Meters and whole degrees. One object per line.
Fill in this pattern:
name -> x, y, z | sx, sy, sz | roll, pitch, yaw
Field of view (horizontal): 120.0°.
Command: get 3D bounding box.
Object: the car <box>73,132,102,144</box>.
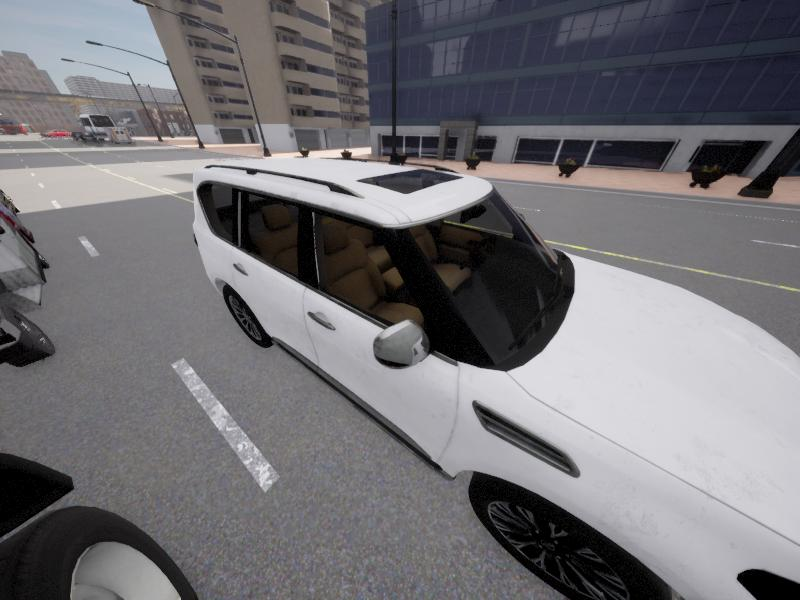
car -> -56.380, -29.257, 41.687 | 4.902, 1.511, 2.128 | 24, 42, 27

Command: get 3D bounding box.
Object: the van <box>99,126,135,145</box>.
van -> -51.770, -30.140, 42.303 | 6.366, 2.431, 2.351 | 24, 42, 27

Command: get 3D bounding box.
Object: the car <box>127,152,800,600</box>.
car -> -0.020, -0.211, 2.439 | 5.566, 2.045, 2.150 | 23, 41, 28

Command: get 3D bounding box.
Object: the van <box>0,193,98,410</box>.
van -> -6.908, -0.728, 2.804 | 6.366, 2.431, 2.351 | 22, 41, 28

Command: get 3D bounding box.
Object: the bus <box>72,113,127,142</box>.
bus -> -60.726, -34.803, 46.657 | 10.273, 4.253, 3.944 | 24, 41, 27

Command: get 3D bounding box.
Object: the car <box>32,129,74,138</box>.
car -> -77.845, -37.469, 51.994 | 2.242, 1.667, 4.611 | 2, 36, 1

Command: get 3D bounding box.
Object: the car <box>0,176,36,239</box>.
car -> -12.932, -2.856, 6.571 | 4.902, 1.511, 2.128 | 23, 41, 28
